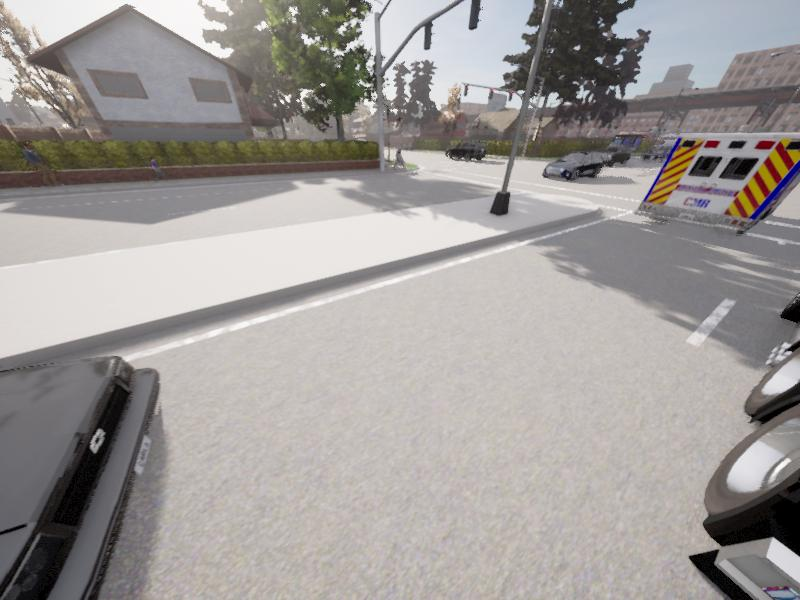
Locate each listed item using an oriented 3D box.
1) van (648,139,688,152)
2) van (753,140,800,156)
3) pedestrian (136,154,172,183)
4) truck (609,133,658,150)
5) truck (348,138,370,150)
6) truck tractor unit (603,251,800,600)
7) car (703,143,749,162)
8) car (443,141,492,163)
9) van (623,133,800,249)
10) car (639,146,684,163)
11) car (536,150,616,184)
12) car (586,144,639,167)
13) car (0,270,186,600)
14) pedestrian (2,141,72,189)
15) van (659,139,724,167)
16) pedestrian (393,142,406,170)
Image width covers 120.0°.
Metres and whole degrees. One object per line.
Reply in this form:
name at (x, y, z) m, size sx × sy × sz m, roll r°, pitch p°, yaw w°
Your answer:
van at (67.644, -39.237, 58.498) m, size 1.988 × 2.561 × 5.915 m, roll -18°, pitch 39°, yaw -25°
van at (76.689, -30.283, 45.975) m, size 2.351 × 2.431 × 6.366 m, roll -18°, pitch 39°, yaw -25°
pedestrian at (-13.392, -7.196, 12.621) m, size 0.751 × 1.300 × 0.751 m, roll -18°, pitch 39°, yaw -24°
truck at (66.187, -45.154, 65.823) m, size 2.891 × 3.827 × 8.468 m, roll -18°, pitch 39°, yaw -25°
truck at (-9.368, -35.349, 52.409) m, size 2.390 × 2.098 × 6.274 m, roll -19°, pitch 39°, yaw -25°
truck tractor unit at (5.095, -0.316, 0.805) m, size 6.516 × 4.208 × 3.053 m, roll -19°, pitch 40°, yaw -25°
car at (45.199, -20.532, 32.023) m, size 5.566 × 2.045 × 2.150 m, roll -18°, pitch 39°, yaw -25°
car at (8.133, -18.431, 28.561) m, size 2.150 × 2.045 × 5.566 m, roll -19°, pitch 40°, yaw -25°
van at (10.696, -3.803, 7.413) m, size 6.366 × 2.431 × 2.351 m, roll -18°, pitch 39°, yaw -25°
car at (33.858, -18.899, 29.923) m, size 5.027 × 1.651 × 2.152 m, roll -18°, pitch 39°, yaw -25°
car at (12.114, -9.288, 15.944) m, size 4.856 × 1.649 × 2.033 m, roll -19°, pitch 39°, yaw -25°
car at (22.303, -15.215, 24.302) m, size 4.605 × 1.855 × 1.932 m, roll -17°, pitch 39°, yaw -23°
car at (-4.235, 1.615, 0.402) m, size 5.357 × 1.411 × 2.033 m, roll -19°, pitch 39°, yaw -25°
pedestrian at (-16.797, -6.277, 10.781) m, size 0.751 × 1.860 × 0.751 m, roll -17°, pitch 39°, yaw -24°
van at (32.190, -16.335, 25.546) m, size 6.366 × 2.431 × 2.351 m, roll -19°, pitch 39°, yaw -25°
pedestrian at (-0.049, -11.499, 18.445) m, size 0.751 × 1.860 × 0.751 m, roll -12°, pitch 37°, yaw -17°
